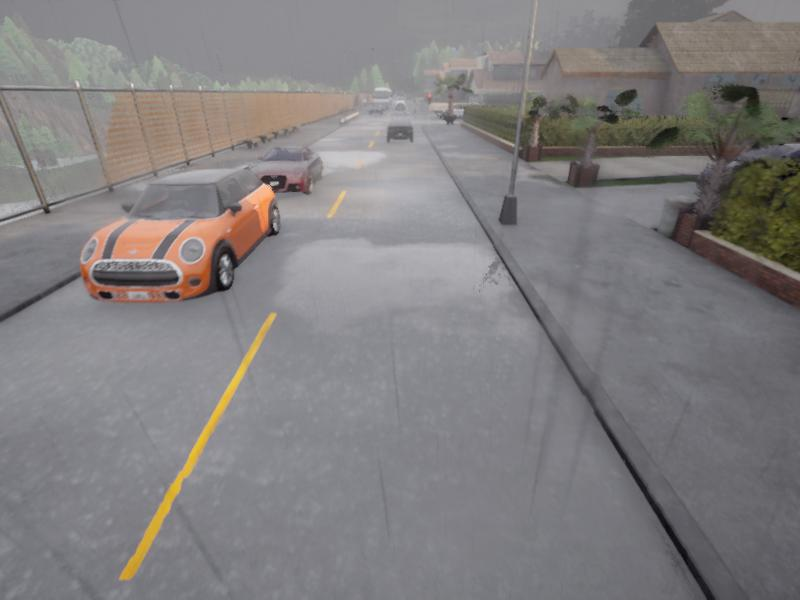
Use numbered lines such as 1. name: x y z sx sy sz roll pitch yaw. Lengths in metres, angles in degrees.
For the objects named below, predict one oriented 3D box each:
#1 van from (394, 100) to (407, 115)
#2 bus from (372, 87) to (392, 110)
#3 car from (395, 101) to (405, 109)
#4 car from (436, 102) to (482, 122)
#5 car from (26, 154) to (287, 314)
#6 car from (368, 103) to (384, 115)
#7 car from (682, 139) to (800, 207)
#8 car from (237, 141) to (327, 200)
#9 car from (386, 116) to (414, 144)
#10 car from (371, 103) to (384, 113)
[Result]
1. van: 0.055 -32.578 67.669 2.069 2.038 4.480 0 27 0
2. bus: -3.855 -44.661 88.725 3.944 4.253 10.273 0 27 0
3. car: 0.028 -47.660 97.518 2.242 1.667 4.611 0 27 0
4. car: 7.409 -23.758 50.516 5.566 2.045 2.150 3 28 5
5. car: -3.961 -1.618 7.803 2.097 1.767 4.553 0 27 0
6. car: -3.965 -31.669 66.370 2.152 1.651 5.027 1 27 1
7. car: 10.566 -3.628 11.285 3.633 1.501 1.845 -1 27 -2
8. car: -3.997 -4.787 14.424 1.994 1.385 4.181 0 27 0
9. car: 0.009 -12.343 28.908 1.882 1.535 5.008 0 27 0
10. car: -3.980 -34.824 72.492 2.033 1.649 4.856 0 27 0
